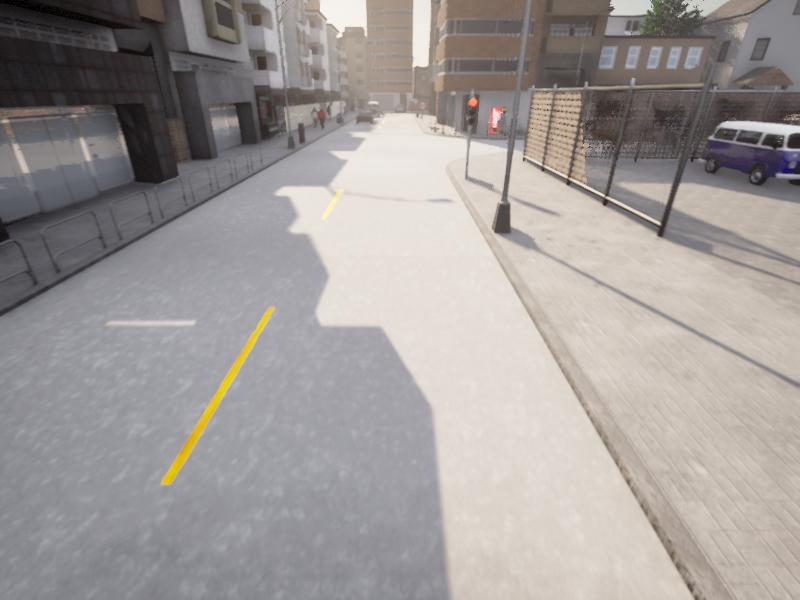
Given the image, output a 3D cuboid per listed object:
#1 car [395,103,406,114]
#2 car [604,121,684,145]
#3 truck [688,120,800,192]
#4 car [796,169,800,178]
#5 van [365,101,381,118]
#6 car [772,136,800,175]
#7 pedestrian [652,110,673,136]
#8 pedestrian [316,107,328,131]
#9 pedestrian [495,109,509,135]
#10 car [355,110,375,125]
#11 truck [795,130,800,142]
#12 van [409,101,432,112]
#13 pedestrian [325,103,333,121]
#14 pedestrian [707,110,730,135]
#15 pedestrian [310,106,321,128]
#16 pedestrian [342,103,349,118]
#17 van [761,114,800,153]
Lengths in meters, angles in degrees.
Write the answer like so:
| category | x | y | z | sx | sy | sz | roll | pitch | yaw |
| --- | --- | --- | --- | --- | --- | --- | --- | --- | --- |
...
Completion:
| category | x | y | z | sx | sy | sz | roll | pitch | yaw |
| --- | --- | --- | --- | --- | --- | --- | --- | --- | --- |
| car | 0.033 | -35.759 | 74.760 | 2.033 | 1.649 | 4.856 | 0 | 27 | 0 |
| car | 17.116 | -11.853 | 28.295 | 4.181 | 1.385 | 1.994 | 0 | 27 | 0 |
| truck | 13.906 | -5.690 | 15.418 | 2.069 | 2.038 | 4.478 | 0 | 27 | 0 |
| car | 18.092 | -5.312 | 15.245 | 3.705 | 1.547 | 1.789 | 0 | 27 | 0 |
| van | -3.972 | -28.330 | 59.465 | 2.069 | 2.038 | 4.480 | 1 | 27 | 0 |
| car | 17.865 | -5.322 | 15.420 | 2.033 | 1.415 | 5.357 | 0 | 27 | 0 |
| pedestrian | 20.958 | -14.149 | 31.972 | 0.751 | 1.860 | 0.751 | 7 | 28 | 13 |
| pedestrian | -6.880 | -16.016 | 35.355 | 0.751 | 1.860 | 0.751 | 1 | 27 | 2 |
| pedestrian | 8.079 | -14.131 | 31.806 | 0.751 | 1.860 | 0.751 | 0 | 27 | 0 |
| car | -3.991 | -21.102 | 46.157 | 1.895 | 1.301 | 4.718 | 0 | 27 | 0 |
| truck | 33.796 | -12.885 | 27.761 | 8.468 | 3.827 | 2.891 | 0 | 27 | 0 |
| van | 4.199 | -39.593 | 81.870 | 4.442 | 1.987 | 1.775 | -16 | 31 | -28 |
| pedestrian | -8.536 | -22.561 | 48.054 | 0.751 | 1.860 | 0.751 | 1 | 27 | 2 |
| pedestrian | 26.461 | -14.798 | 33.279 | 0.751 | 1.860 | 0.751 | 3 | 27 | 5 |
| pedestrian | -8.047 | -17.379 | 37.993 | 0.751 | 1.860 | 0.751 | 0 | 27 | -1 |
| pedestrian | -7.215 | -25.118 | 53.033 | 0.751 | 1.860 | 0.751 | 4 | 27 | 7 |
| van | 25.691 | -10.285 | 24.595 | 4.480 | 2.038 | 2.069 | 0 | 27 | 0 |
